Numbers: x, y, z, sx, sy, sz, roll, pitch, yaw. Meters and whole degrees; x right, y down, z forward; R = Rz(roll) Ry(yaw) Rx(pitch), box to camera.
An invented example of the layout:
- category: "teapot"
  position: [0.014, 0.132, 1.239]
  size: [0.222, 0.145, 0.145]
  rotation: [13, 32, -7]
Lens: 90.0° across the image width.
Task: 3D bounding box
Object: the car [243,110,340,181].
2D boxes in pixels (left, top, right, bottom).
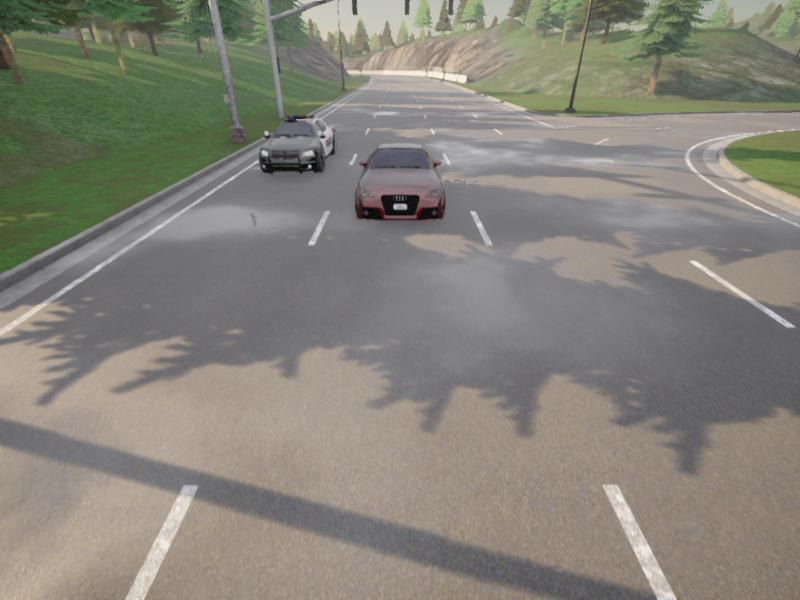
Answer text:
- category: "car"
  position: [-3.496, -5.593, 14.048]
  size: [2.038, 1.542, 4.974]
  rotation: [0, 30, 0]

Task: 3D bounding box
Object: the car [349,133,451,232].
- category: "car"
  position: [0.005, -3.101, 9.950]
  size: [1.994, 1.385, 4.181]
  rotation: [0, 30, 0]
